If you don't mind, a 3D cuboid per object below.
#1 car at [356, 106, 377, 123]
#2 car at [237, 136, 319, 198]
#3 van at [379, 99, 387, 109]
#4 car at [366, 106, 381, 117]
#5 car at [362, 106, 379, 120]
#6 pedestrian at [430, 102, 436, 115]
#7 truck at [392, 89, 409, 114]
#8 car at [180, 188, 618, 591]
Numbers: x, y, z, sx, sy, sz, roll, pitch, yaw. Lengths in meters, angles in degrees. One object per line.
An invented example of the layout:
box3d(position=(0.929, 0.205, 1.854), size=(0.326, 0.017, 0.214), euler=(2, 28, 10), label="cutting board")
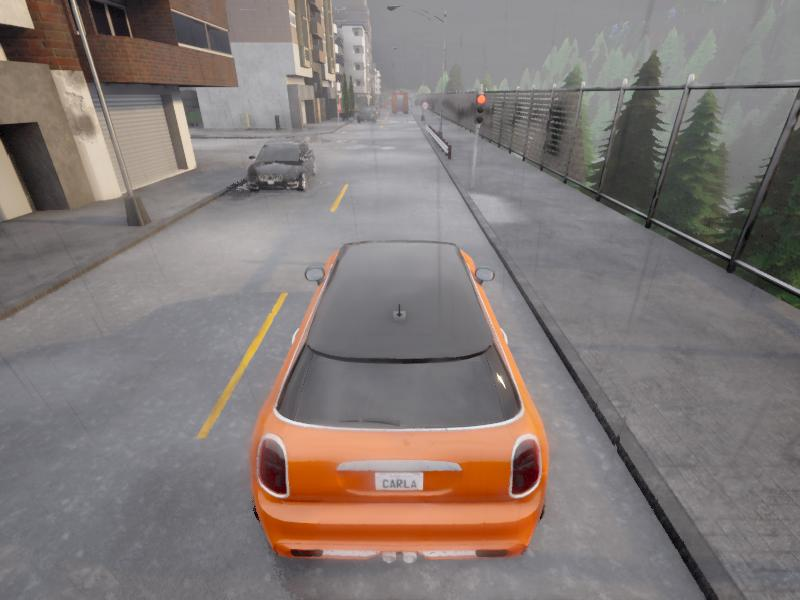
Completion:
box3d(position=(-3.993, -22.515, 48.473), size=(2.097, 1.767, 4.553), euler=(0, 27, 0), label="car")
box3d(position=(-4.286, -5.111, 14.926), size=(1.837, 1.490, 4.892), euler=(-1, 27, -3), label="car")
box3d(position=(-4.002, -46.083, 94.132), size=(1.775, 1.987, 4.442), euler=(0, 27, 0), label="van")
box3d(position=(-3.994, -28.783, 61.019), size=(1.970, 1.475, 3.806), euler=(0, 27, 0), label="car")
box3d(position=(-3.995, -25.672, 54.851), size=(1.801, 1.575, 5.366), euler=(0, 27, 0), label="car")
box3d(position=(5.195, -30.274, 63.222), size=(0.751, 1.860, 0.751), euler=(0, 27, 0), label="pedestrian")
box3d(position=(0.006, -36.185, 72.858), size=(2.891, 3.827, 8.468), euler=(0, 27, 0), label="truck")
box3d(position=(-0.002, 0.156, 4.347), size=(2.097, 1.767, 4.553), euler=(0, 27, 0), label="car")
